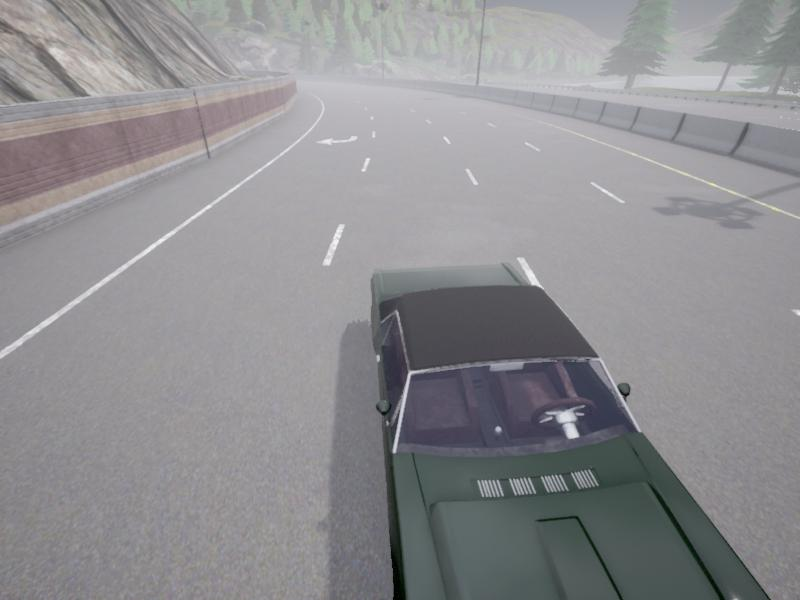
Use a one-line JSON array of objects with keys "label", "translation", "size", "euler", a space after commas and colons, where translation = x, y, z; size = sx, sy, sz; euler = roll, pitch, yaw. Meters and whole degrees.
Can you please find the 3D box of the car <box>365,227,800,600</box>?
[{"label": "car", "translation": [0.748, 0.881, 3.226], "size": [1.895, 1.301, 4.718], "euler": [-3, 30, -4]}]
